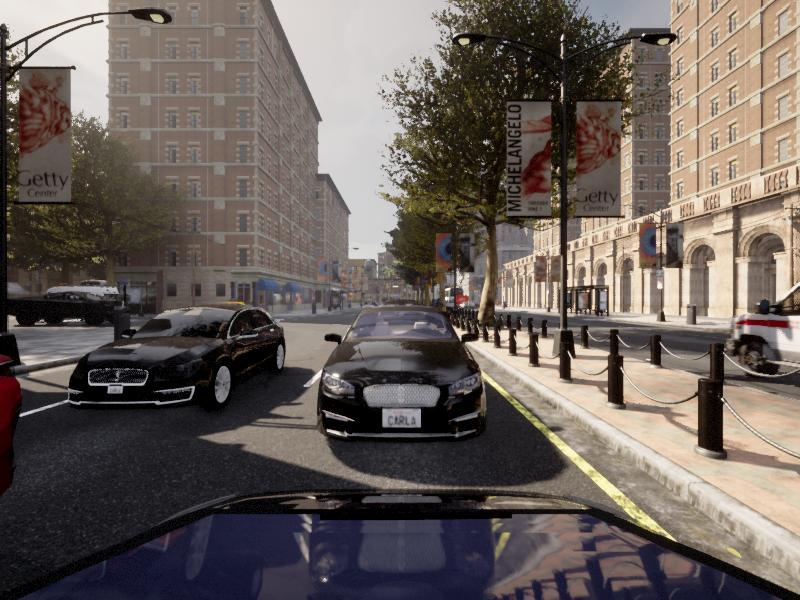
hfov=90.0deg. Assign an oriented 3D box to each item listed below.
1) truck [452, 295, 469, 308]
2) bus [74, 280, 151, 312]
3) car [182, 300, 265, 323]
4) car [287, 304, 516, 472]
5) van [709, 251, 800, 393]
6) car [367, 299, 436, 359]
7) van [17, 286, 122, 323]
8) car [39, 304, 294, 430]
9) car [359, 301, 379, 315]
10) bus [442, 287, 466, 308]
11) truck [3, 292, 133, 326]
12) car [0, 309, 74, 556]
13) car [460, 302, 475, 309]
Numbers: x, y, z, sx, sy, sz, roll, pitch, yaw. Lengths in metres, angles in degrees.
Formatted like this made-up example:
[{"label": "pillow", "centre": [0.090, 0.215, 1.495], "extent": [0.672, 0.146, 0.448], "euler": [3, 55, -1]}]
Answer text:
[{"label": "truck", "centre": [11.763, 0.355, 78.047], "extent": [2.627, 2.467, 5.204], "euler": [0, 0, 0]}, {"label": "bus", "centre": [-41.472, -0.538, 58.378], "extent": [3.944, 4.253, 10.273], "euler": [0, 0, 0]}, {"label": "car", "centre": [-12.862, 0.801, 29.542], "extent": [5.366, 1.575, 1.801], "euler": [0, 0, -16]}, {"label": "car", "centre": [0.023, 0.836, 6.166], "extent": [2.128, 1.511, 4.902], "euler": [0, 0, 0]}, {"label": "van", "centre": [8.024, 0.378, 5.688], "extent": [2.351, 2.431, 6.366], "euler": [0, 0, 0]}, {"label": "car", "centre": [0.043, 0.788, 12.806], "extent": [1.851, 1.617, 3.988], "euler": [0, 0, 0]}, {"label": "van", "centre": [-23.787, 0.322, 28.959], "extent": [5.915, 2.561, 1.988], "euler": [0, 0, -1]}, {"label": "car", "centre": [-3.503, 0.845, 7.333], "extent": [1.837, 1.490, 4.892], "euler": [0, 0, 0]}, {"label": "car", "centre": [-3.351, 0.827, 44.086], "extent": [1.845, 1.501, 3.633], "euler": [0, 0, 0]}, {"label": "bus", "centre": [11.676, -0.538, 88.180], "extent": [3.944, 4.253, 10.273], "euler": [0, 0, 0]}, {"label": "truck", "centre": [-20.892, 0.542, 25.433], "extent": [6.274, 2.098, 2.390], "euler": [0, 0, -1]}, {"label": "car", "centre": [-3.495, 0.828, 0.791], "extent": [2.007, 1.525, 4.514], "euler": [0, 0, 0]}, {"label": "car", "centre": [11.736, 0.942, 70.013], "extent": [1.895, 1.301, 4.718], "euler": [0, 0, 0]}]
